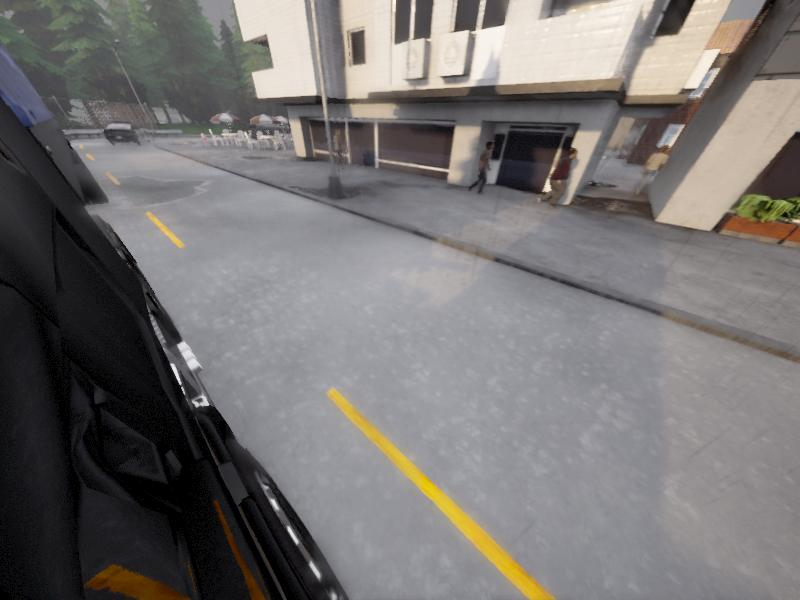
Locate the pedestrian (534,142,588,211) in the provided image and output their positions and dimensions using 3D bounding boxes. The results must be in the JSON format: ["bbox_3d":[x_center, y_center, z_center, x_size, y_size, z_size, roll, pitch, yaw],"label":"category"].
[{"bbox_3d":[5.236,-4.032,7.576,0.751,1.860,0.751,23,42,25],"label":"pedestrian"}]

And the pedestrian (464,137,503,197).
[{"bbox_3d":[3.140,-5.037,8.790,0.751,1.860,0.751,25,42,27],"label":"pedestrian"}]

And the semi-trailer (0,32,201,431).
[{"bbox_3d":[-8.643,-3.641,4.284,14.254,4.402,2.717,29,44,30],"label":"semi-trailer"}]

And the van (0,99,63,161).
[{"bbox_3d":[-22.386,-10.049,13.550,5.915,2.561,1.988,29,45,31],"label":"van"}]

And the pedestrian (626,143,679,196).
[{"bbox_3d":[10.869,-5.637,10.008,0.751,1.860,0.751,32,46,33],"label":"pedestrian"}]

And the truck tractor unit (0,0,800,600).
[{"bbox_3d":[-2.645,-0.295,0.351,6.516,4.208,3.053,28,44,30],"label":"truck tractor unit"}]

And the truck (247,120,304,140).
[{"bbox_3d":[-17.206,-23.751,32.383,2.390,2.098,6.274,28,44,30],"label":"truck"}]

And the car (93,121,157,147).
[{"bbox_3d":[-24.262,-14.959,20.700,1.930,1.638,5.238,-16,41,-22],"label":"car"}]

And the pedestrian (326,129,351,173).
[{"bbox_3d":[-3.139,-7.703,11.965,0.751,1.860,0.751,32,46,33],"label":"pedestrian"}]

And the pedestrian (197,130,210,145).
[{"bbox_3d":[-18.000,-14.860,21.166,0.500,1.100,0.500,-24,45,-31],"label":"pedestrian"}]
